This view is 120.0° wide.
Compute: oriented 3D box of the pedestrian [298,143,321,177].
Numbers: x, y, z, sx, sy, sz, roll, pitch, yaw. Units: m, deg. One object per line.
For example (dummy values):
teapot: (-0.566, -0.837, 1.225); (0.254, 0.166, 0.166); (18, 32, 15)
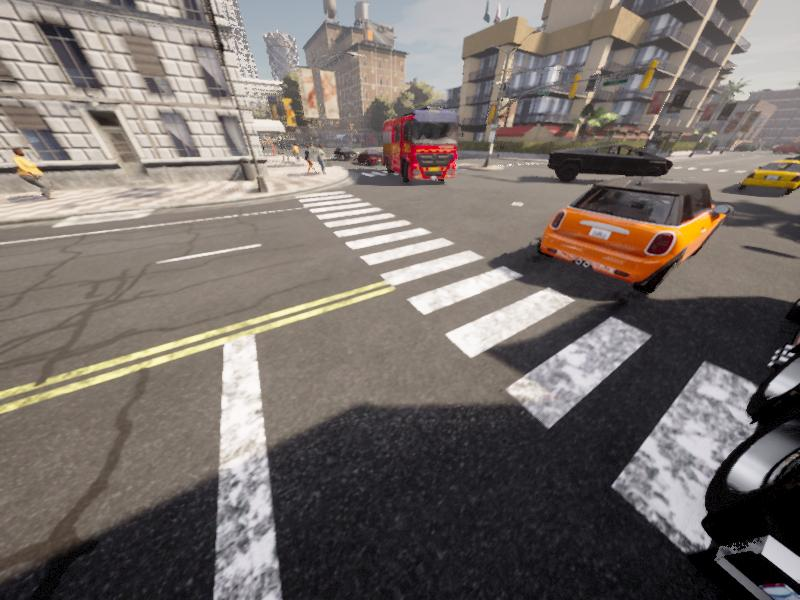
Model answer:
pedestrian: (-6.064, -9.406, 15.537); (0.751, 1.860, 0.751); (27, 43, 33)

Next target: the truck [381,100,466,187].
truck: (0.965, -10.645, 15.961); (2.891, 3.827, 8.468); (-8, 36, -12)

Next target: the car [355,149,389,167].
car: (-3.018, -15.180, 24.599); (1.994, 1.385, 4.181); (-18, 39, -24)

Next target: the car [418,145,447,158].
car: (5.121, -24.045, 37.292); (1.837, 1.490, 4.892); (-19, 39, -25)

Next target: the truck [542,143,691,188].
truck: (13.078, -8.729, 14.806); (6.274, 2.098, 2.390); (14, 37, 19)

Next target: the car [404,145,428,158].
car: (2.387, -22.800, 35.430); (1.789, 1.549, 3.705); (-19, 39, -25)

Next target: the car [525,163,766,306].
car: (5.334, -1.837, 5.106); (4.553, 1.767, 2.097); (-21, 40, -27)

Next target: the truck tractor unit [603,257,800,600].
truck tractor unit: (5.097, -0.315, 0.799); (6.516, 4.208, 3.053); (-19, 39, -25)

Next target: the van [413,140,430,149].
van: (6.302, -45.825, 68.128); (4.480, 2.038, 2.069); (-19, 39, -26)

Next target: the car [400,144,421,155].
car: (1.809, -27.206, 41.711); (1.851, 1.617, 3.988); (-19, 39, -25)

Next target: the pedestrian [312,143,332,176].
pedestrian: (-5.363, -9.676, 15.931); (0.751, 1.860, 0.751); (3, 35, 4)

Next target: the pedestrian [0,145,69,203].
pedestrian: (-14.250, -4.845, 8.922); (0.751, 1.860, 0.751); (-24, 41, -30)

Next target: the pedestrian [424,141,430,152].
pedestrian: (5.533, -31.737, 47.721); (0.751, 1.860, 0.751); (-22, 40, -28)

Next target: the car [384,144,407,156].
car: (-0.841, -25.812, 39.759); (2.007, 1.525, 4.514); (-19, 39, -25)

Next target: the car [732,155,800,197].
car: (21.020, -6.943, 12.750); (5.366, 1.575, 1.801); (-19, 39, -25)

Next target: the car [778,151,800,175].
car: (34.776, -11.666, 19.617); (3.988, 1.617, 1.851); (-18, 39, -24)

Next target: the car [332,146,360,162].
car: (-7.105, -19.085, 30.072); (1.837, 1.490, 4.892); (-19, 39, -25)
